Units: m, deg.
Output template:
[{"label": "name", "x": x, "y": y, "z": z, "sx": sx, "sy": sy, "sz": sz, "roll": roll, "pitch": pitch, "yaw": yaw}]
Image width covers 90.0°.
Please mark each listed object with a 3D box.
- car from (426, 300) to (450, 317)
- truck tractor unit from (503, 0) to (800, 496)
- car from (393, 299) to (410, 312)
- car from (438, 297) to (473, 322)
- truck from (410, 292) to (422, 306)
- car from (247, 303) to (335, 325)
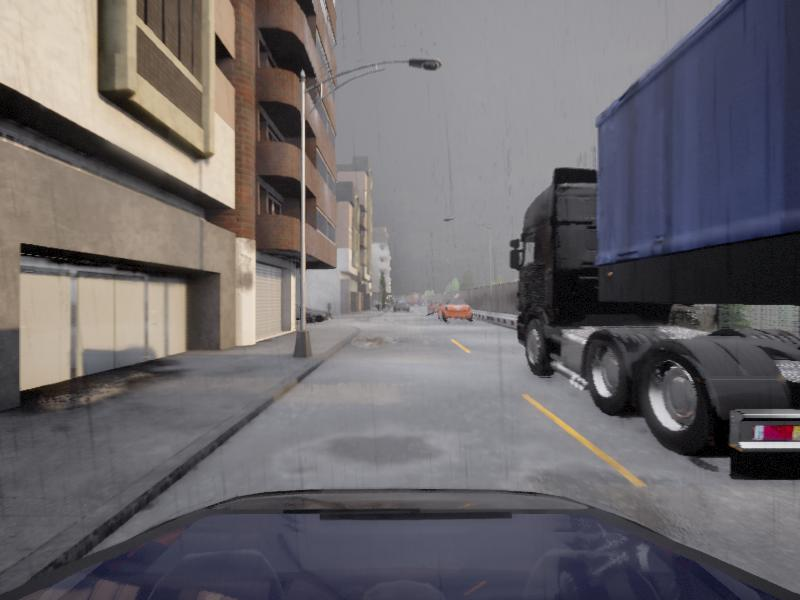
[{"label": "car", "x": 3.931, "y": 0.786, "z": 40.406, "sx": 2.152, "sy": 1.651, "sz": 5.027, "roll": 0, "pitch": 0, "yaw": 9}, {"label": "truck tractor unit", "x": 4.038, "y": -0.518, "z": 6.512, "sx": 3.053, "sy": 4.208, "sz": 6.516, "roll": 0, "pitch": 0, "yaw": 0}, {"label": "car", "x": 0.187, "y": 0.702, "z": 53.929, "sx": 2.097, "sy": 1.767, "sz": 4.553, "roll": 0, "pitch": 0, "yaw": 0}, {"label": "car", "x": 4.116, "y": 0.698, "z": 30.464, "sx": 2.097, "sy": 1.767, "sz": 4.553, "roll": 0, "pitch": 0, "yaw": 0}, {"label": "truck", "x": 4.357, "y": -0.309, "z": 111.485, "sx": 2.891, "sy": 3.827, "sz": 8.468, "roll": 0, "pitch": 0, "yaw": 0}, {"label": "car", "x": -7.345, "y": 0.899, "z": 27.212, "sx": 5.357, "sy": 1.411, "sz": 2.033, "roll": 0, "pitch": 0, "yaw": 8}]
